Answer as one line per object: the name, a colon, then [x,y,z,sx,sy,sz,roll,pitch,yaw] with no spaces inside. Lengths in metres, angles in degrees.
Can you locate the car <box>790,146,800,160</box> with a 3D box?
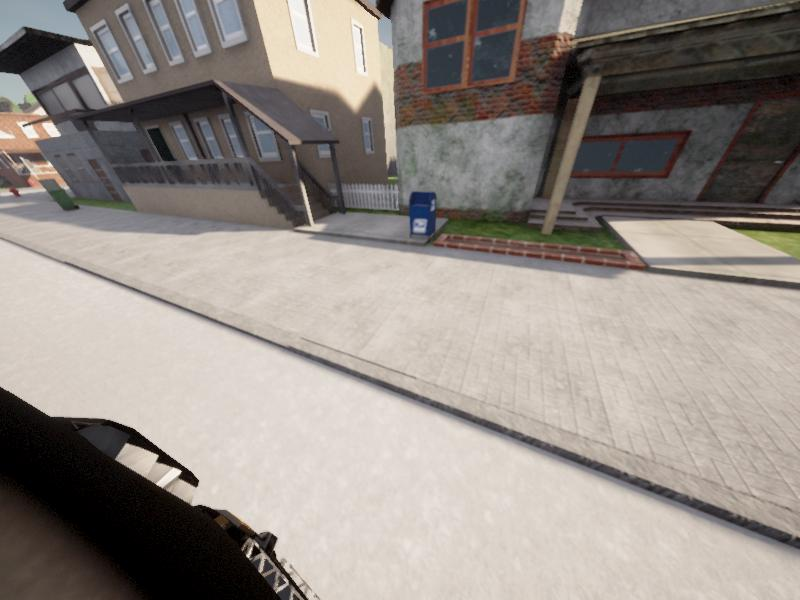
car: [31.455,-10.859,16.485,1.845,1.501,3.633,12,37,22]

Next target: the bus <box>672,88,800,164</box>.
bus: [29.213,-14.372,19.511,3.944,4.253,10.273,12,36,22]
